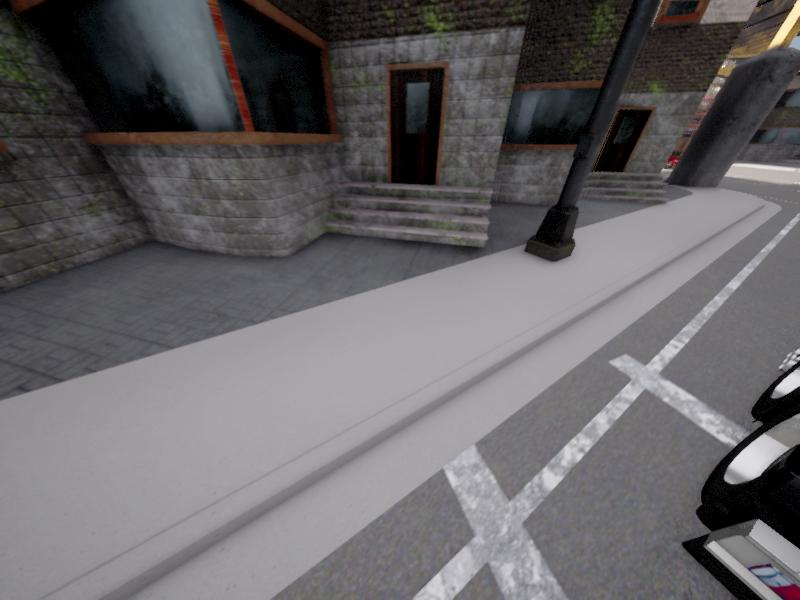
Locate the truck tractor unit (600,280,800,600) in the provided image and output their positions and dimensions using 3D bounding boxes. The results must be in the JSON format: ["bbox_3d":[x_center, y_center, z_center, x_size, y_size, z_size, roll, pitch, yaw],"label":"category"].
[{"bbox_3d":[5.141,-0.267,0.755,6.516,4.208,3.053,-17,38,-23],"label":"truck tractor unit"}]
